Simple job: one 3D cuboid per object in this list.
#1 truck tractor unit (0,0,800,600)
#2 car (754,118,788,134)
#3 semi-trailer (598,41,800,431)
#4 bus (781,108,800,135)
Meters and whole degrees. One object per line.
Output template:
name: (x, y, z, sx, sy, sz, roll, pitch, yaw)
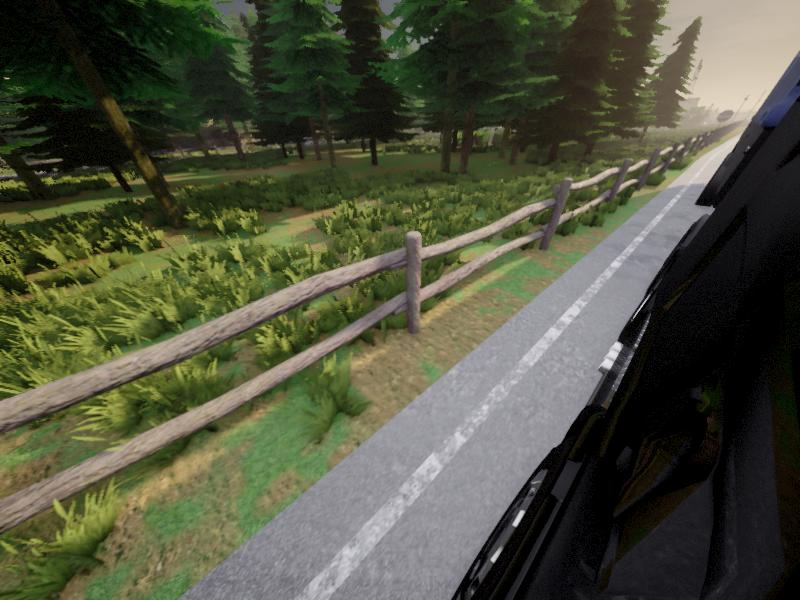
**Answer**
truck tractor unit: (2.645, -0.295, 0.351, 6.516, 4.208, 3.053, -28, 44, -30)
car: (51.022, -23.912, 31.814, 3.988, 1.617, 1.851, -27, 43, -29)
semi-trailer: (8.694, -3.584, 4.266, 14.254, 4.402, 2.717, -28, 44, -30)
bus: (52.952, -23.378, 28.769, 10.273, 4.253, 3.944, -26, 43, -29)
